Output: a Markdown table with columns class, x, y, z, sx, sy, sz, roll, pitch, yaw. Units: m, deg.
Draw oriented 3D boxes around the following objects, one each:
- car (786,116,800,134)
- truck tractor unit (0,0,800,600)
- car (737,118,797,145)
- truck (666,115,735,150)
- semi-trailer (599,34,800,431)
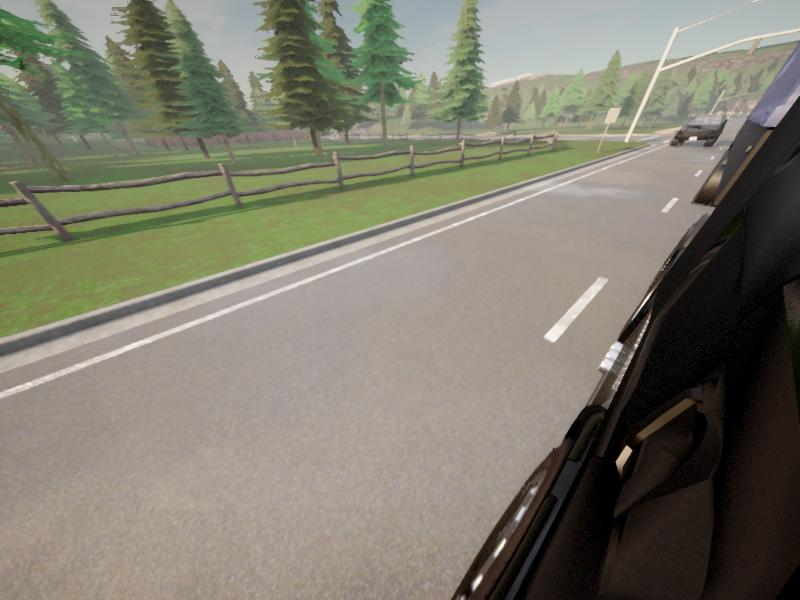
| class | x | y | z | sx | sy | sz | roll | pitch | yaw |
| --- | --- | --- | --- | --- | --- | --- | --- | --- | --- |
| car | 48.943 | -21.015 | 27.616 | 4.856 | 1.649 | 2.033 | -29 | 44 | -31 |
| truck tractor unit | 2.645 | -0.295 | 0.351 | 6.516 | 4.208 | 3.053 | -28 | 44 | -30 |
| car | 32.098 | -14.854 | 20.339 | 5.027 | 1.651 | 2.152 | -28 | 44 | -30 |
| truck | 25.327 | -14.188 | 19.445 | 6.274 | 2.098 | 2.390 | -28 | 44 | -30 |
| semi-trailer | 8.656 | -3.618 | 4.292 | 14.254 | 4.402 | 2.717 | -28 | 44 | -30 |
